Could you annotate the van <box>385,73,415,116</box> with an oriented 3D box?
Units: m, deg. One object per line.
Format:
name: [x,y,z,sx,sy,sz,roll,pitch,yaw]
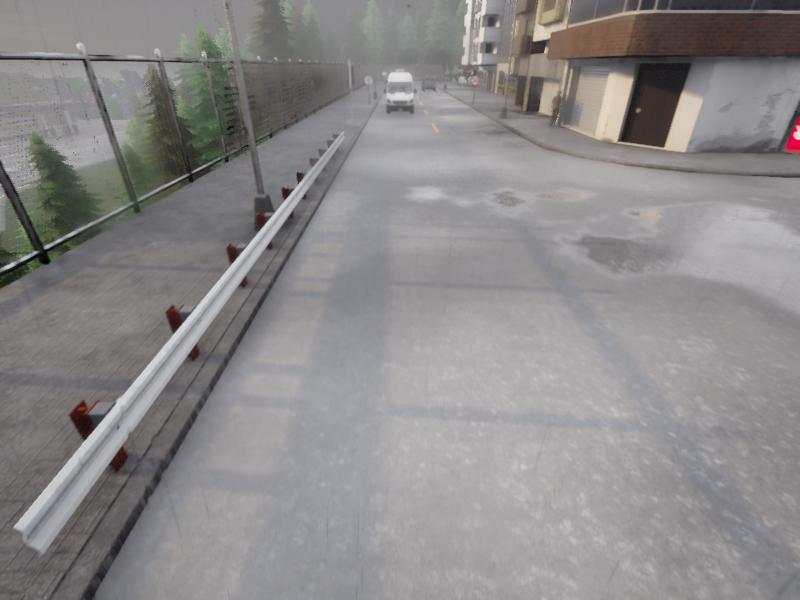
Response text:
van: [0.014,-15.634,30.203,1.988,2.561,5.915,0,30,0]

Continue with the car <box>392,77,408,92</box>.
car: [0.030,-30.501,56.522,2.152,1.651,5.027,0,30,0]

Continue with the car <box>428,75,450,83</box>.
car: [8.161,-46.343,83.852,4.181,1.385,1.994,-20,36,-30]

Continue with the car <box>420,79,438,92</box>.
car: [4.032,-30.221,56.270,2.033,1.411,5.357,0,30,0]

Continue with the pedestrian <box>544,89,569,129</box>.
pedestrian: [8.282,-10.153,21.237,0.751,1.860,0.751,0,30,0]

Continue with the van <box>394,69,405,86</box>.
van: [-0.036,-40.753,73.135,1.988,2.561,5.915,0,30,0]

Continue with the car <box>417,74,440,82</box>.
car: [6.097,-48.048,86.693,4.674,1.442,1.812,-13,32,-21]

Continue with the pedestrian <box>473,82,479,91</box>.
pedestrian: [10.152,-28.594,53.574,0.500,1.100,0.500,19,35,29]
